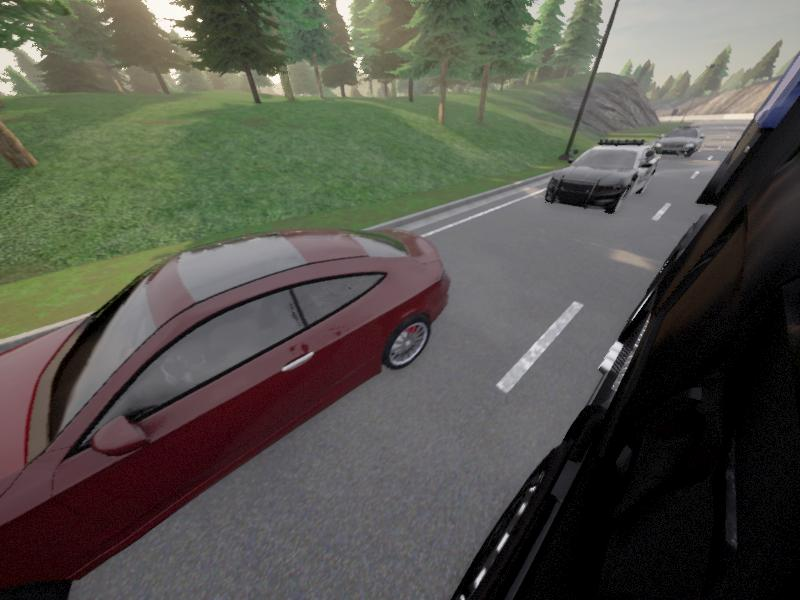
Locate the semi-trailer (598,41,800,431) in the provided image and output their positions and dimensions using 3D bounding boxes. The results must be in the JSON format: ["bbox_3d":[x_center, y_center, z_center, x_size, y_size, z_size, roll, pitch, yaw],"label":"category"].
[{"bbox_3d":[8.689,-3.611,4.237,14.254,4.402,2.717,-28,44,-30],"label":"semi-trailer"}]

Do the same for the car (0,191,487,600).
[{"bbox_3d":[-1.477,0.303,2.138,4.674,1.442,1.812,-28,44,-30],"label":"car"}]

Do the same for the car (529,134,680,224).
[{"bbox_3d":[6.563,-4.099,7.337,5.238,1.638,1.930,-28,44,-30],"label":"car"}]

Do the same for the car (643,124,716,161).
[{"bbox_3d":[17.931,-10.165,14.797,4.974,1.542,2.038,-29,44,-30],"label":"car"}]

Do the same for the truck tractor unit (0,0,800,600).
[{"bbox_3d":[2.645,-0.295,0.351,6.516,4.208,3.053,-28,44,-30],"label":"truck tractor unit"}]
